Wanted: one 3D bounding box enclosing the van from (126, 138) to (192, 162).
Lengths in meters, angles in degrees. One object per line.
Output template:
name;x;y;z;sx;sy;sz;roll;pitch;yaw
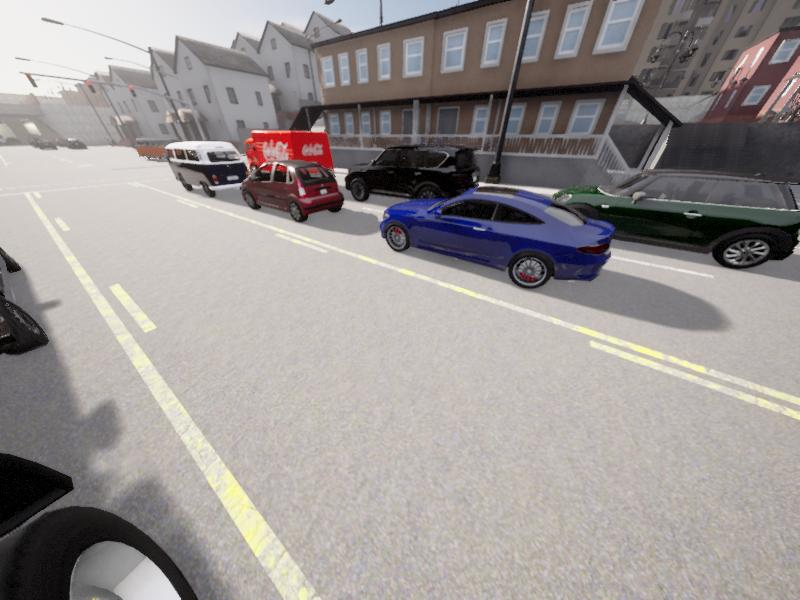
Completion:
van;-25.665;-16.122;24.778;4.442;1.987;1.775;1;36;0

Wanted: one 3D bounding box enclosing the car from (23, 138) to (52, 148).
car;-73.651;-31.946;46.940;5.238;1.638;1.930;18;39;23

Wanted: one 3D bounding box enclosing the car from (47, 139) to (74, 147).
car;-74.115;-34.290;50.428;4.674;1.442;1.812;15;38;19

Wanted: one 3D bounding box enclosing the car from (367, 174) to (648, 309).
car;1.708;-1.645;5.008;4.674;1.442;1.812;22;40;27

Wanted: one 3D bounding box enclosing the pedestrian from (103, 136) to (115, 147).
pedestrian;-61.891;-33.714;49.087;0.751;1.860;0.751;21;40;26

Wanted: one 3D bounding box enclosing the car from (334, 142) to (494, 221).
car;0.323;-4.887;9.068;5.566;2.045;2.150;22;41;28

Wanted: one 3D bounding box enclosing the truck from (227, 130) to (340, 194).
truck;-6.214;-7.615;12.495;5.204;2.467;2.627;23;41;28

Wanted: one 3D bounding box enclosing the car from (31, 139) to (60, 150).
car;-63.852;-27.982;41.593;4.514;1.525;2.007;22;40;27

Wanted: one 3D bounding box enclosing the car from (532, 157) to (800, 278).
car;6.293;-2.401;5.830;4.553;1.767;2.097;22;40;27

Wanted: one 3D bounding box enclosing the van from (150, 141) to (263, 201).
van;-8.999;-6.196;10.822;4.480;2.038;2.069;22;40;27

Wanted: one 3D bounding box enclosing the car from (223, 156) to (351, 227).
car;-3.939;-3.987;8.124;3.988;1.617;1.851;22;40;27

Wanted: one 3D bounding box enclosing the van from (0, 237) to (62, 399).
van;-6.871;-0.681;2.575;5.915;2.561;1.988;20;39;27

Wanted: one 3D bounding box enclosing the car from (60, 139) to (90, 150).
car;-61.720;-29.611;43.849;4.611;1.667;2.242;22;40;27
